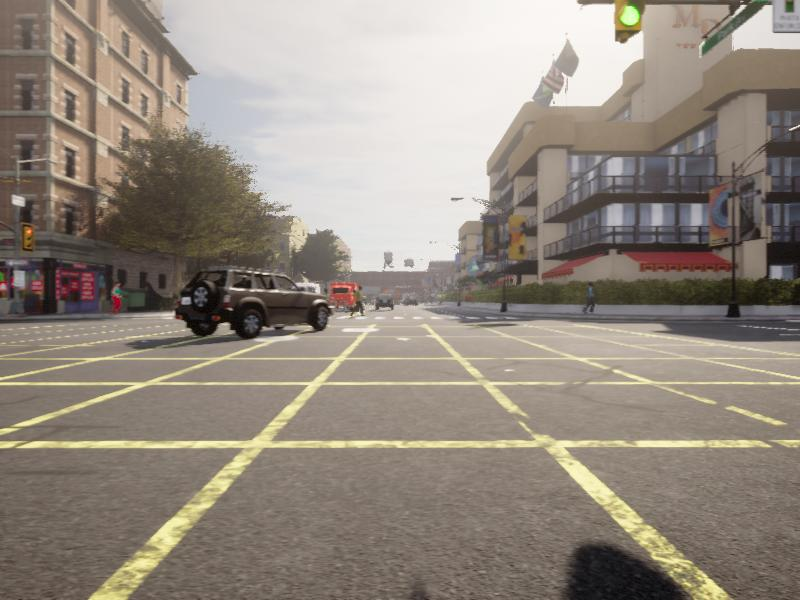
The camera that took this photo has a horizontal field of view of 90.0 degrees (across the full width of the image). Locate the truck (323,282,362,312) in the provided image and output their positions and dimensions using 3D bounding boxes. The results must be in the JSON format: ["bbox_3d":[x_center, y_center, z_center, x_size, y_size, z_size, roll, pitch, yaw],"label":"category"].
[{"bbox_3d":[-4.885,-0.241,34.913,2.627,2.467,5.204,0,0,0],"label":"truck"}]

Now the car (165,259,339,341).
[{"bbox_3d":[-3.907,0.047,11.524,1.932,1.855,4.605,0,-1,26],"label":"car"}]

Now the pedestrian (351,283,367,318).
[{"bbox_3d":[-2.230,0.038,21.723,0.751,1.860,0.751,0,0,1],"label":"pedestrian"}]

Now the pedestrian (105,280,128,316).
[{"bbox_3d":[-15.064,-0.109,21.265,0.751,1.860,0.751,0,0,-4],"label":"pedestrian"}]

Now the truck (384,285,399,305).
[{"bbox_3d":[-1.636,-0.923,80.438,2.891,3.827,8.468,0,0,0],"label":"truck"}]

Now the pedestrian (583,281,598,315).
[{"bbox_3d":[10.840,-0.118,22.766,0.751,1.860,0.751,0,0,28],"label":"pedestrian"}]

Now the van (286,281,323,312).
[{"bbox_3d":[-8.399,-0.275,35.601,1.988,2.561,5.915,0,0,-1],"label":"van"}]

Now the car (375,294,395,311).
[{"bbox_3d":[-1.408,0.217,38.675,1.789,1.549,3.705,0,0,0],"label":"car"}]
